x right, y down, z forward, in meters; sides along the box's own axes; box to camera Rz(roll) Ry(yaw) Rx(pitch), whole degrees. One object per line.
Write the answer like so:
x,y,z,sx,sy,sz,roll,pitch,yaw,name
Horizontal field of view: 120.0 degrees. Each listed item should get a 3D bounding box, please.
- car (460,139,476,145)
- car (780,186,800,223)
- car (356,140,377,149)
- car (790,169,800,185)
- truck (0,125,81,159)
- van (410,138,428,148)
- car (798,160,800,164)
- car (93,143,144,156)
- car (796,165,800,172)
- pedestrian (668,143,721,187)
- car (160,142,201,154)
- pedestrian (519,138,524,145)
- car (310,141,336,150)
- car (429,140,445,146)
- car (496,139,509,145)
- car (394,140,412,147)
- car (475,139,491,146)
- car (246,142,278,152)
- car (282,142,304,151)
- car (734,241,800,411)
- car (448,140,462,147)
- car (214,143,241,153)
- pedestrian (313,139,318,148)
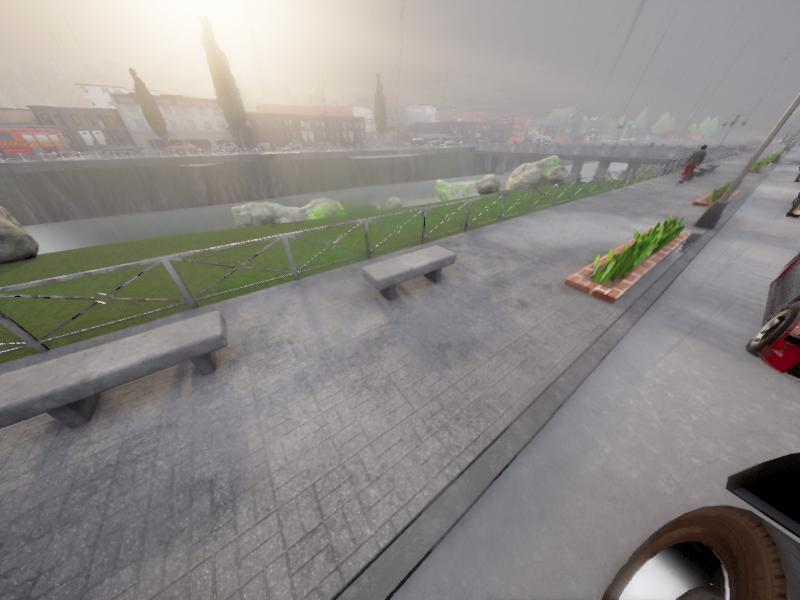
22.801,-52.975,77.594,5.238,1.638,1.930,-22,41,-28,car
14.810,-3.501,7.471,4.514,1.525,2.007,-22,41,-28,car
-8.691,-40.163,59.593,4.856,1.649,2.033,-22,41,-28,car
24.626,-7.491,13.077,4.514,1.525,2.007,-22,41,-28,car
-53.971,-22.629,33.087,8.468,3.827,2.891,-22,41,-28,truck
5.183,-43.155,63.417,4.480,2.038,2.069,-22,41,-28,van
41.013,-14.157,22.437,3.633,1.501,1.845,-22,41,-28,car
-46.199,-24.892,38.161,4.856,1.649,2.033,-22,41,-28,car
32.446,-10.649,17.556,4.193,1.474,1.816,-22,41,-28,car
14.951,-6.907,11.796,0.751,1.860,0.751,-16,38,-21,pedestrian
-39.664,-27.547,41.894,5.027,1.651,2.152,-22,41,-28,car
40.348,-52.736,76.736,0.751,1.860,0.751,-18,39,-23,pedestrian
-17.980,-36.380,54.284,5.238,1.638,1.930,-22,41,-28,car
11.422,-48.302,71.120,5.008,1.535,1.882,-22,41,-28,car
36.076,-55.516,81.215,3.988,1.617,1.851,-22,41,-28,car
0.903,-44.044,65.093,4.974,1.542,2.038,-22,41,-28,car
27.464,-52.060,76.264,5.238,1.638,1.930,-22,41,-28,car
-28.737,-32.002,48.135,5.238,1.638,1.930,-22,41,-28,car
-23.606,-34.020,51.111,3.806,1.475,1.970,-22,41,-28,car
6.070,0.121,2.527,4.181,1.385,1.994,-22,41,-28,car
16.796,-47.617,70.238,3.806,1.475,1.970,-22,41,-28,car
-33.810,-29.867,45.278,3.806,1.475,1.970,-22,41,-28,car
-21.038,-39.038,57.667,0.751,1.860,0.751,-10,36,-14,pedestrian
